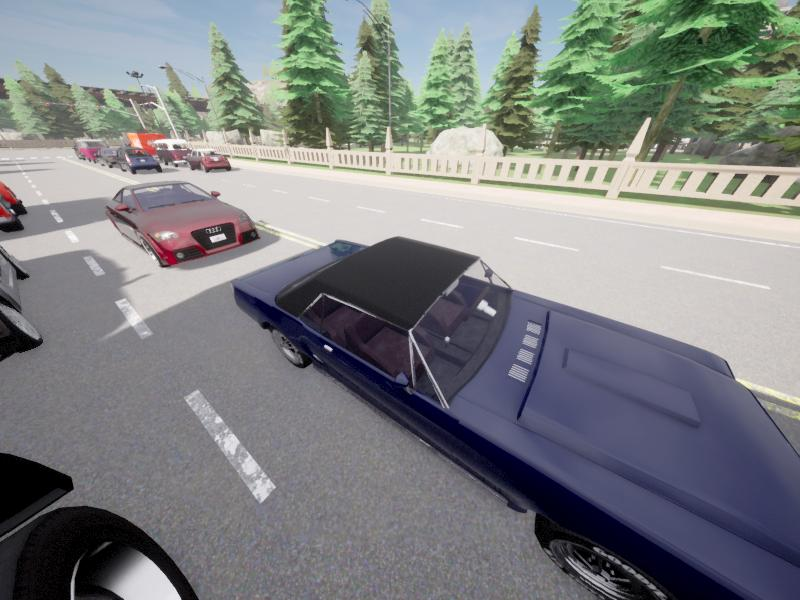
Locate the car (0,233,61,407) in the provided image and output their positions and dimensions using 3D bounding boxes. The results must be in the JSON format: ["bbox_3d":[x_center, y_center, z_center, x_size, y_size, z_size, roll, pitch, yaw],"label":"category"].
[{"bbox_3d":[-6.541,-0.183,2.723,5.238,1.638,1.930,22,41,28],"label":"car"}]

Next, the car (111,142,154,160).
[{"bbox_3d":[-32.241,-18.005,27.858,4.856,1.649,2.033,22,41,28],"label":"car"}]

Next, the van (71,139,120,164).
[{"bbox_3d":[-31.122,-15.239,23.623,4.442,1.987,1.775,22,41,28],"label":"van"}]

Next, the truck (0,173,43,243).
[{"bbox_3d":[-12.776,-3.063,6.029,5.204,2.467,2.627,22,41,28],"label":"truck"}]

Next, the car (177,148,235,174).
[{"bbox_3d":[-15.294,-11.056,18.237,3.806,1.475,1.970,22,40,28],"label":"car"}]

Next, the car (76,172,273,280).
[{"bbox_3d":[-5.491,-2.101,5.678,4.181,1.385,1.994,21,40,27],"label":"car"}]

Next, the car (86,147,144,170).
[{"bbox_3d":[-25.304,-12.633,20.476,5.357,1.411,2.033,22,41,28],"label":"car"}]

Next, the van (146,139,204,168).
[{"bbox_3d":[-20.412,-13.367,20.994,4.480,2.038,2.069,22,41,28],"label":"van"}]

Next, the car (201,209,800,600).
[{"bbox_3d":[0.346,0.296,2.377,4.718,1.301,1.895,22,41,28],"label":"car"}]

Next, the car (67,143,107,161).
[{"bbox_3d":[-35.843,-16.981,26.440,3.705,1.549,1.789,22,41,28],"label":"car"}]

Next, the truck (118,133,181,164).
[{"bbox_3d":[-26.093,-15.854,24.114,5.204,2.467,2.627,22,41,28],"label":"truck"}]

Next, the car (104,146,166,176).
[{"bbox_3d":[-19.767,-10.469,17.257,3.988,1.617,1.851,22,41,28],"label":"car"}]
